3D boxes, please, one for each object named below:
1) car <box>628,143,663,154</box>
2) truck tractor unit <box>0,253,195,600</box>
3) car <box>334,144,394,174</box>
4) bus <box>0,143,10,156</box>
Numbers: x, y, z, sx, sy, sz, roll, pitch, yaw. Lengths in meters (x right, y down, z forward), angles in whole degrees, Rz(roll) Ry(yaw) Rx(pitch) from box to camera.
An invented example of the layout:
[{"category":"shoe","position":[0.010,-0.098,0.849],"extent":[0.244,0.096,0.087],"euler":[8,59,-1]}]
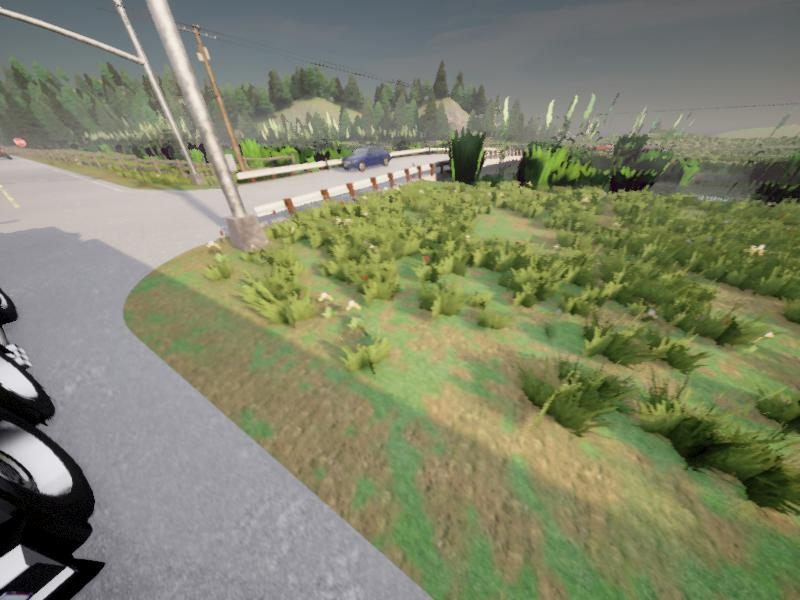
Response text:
[{"category":"car","position":[42.367,-26.222,40.002],"extent":[3.806,1.475,1.970],"euler":[22,41,29]},{"category":"truck tractor unit","position":[-5.096,-0.314,0.807],"extent":[6.516,4.208,3.053],"euler":[19,39,25]},{"category":"car","position":[-2.602,-11.142,18.087],"extent":[1.812,1.442,4.674],"euler":[22,43,29]},{"category":"bus","position":[-82.472,-30.905,45.369],"extent":[10.273,4.253,3.944],"euler":[20,40,27]}]
